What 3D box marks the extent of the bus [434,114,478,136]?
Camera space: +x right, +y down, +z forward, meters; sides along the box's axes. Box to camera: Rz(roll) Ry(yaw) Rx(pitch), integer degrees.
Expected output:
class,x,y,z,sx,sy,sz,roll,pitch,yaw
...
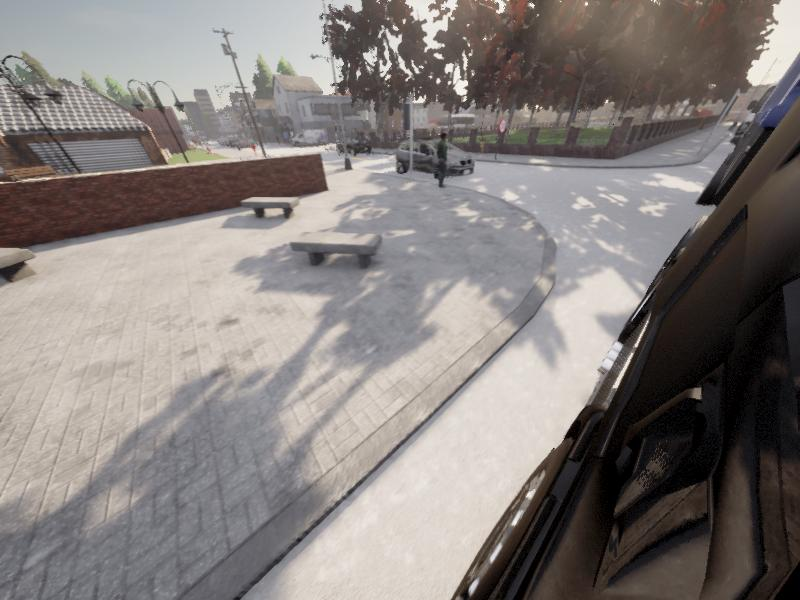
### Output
class,x,y,z,sx,sy,sz,roll,pitch,yaw
bus,14.078,-44.071,58.201,10.273,4.253,3.944,-22,41,-25

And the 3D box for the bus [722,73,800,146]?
class,x,y,z,sx,sy,sz,roll,pitch,yaw
bus,32.731,-16.200,19.849,10.273,4.253,3.944,-28,44,-30

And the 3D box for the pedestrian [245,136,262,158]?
class,x,y,z,sx,sy,sz,roll,pitch,yaw
pedestrian,-15.418,-16.088,24.277,0.751,1.860,0.751,-27,43,-29

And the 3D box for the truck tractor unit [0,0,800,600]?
class,x,y,z,sx,sy,sz,roll,pitch,yaw
truck tractor unit,2.645,-0.295,0.351,6.516,4.208,3.053,-28,44,-30

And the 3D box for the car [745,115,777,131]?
class,x,y,z,sx,sy,sz,roll,pitch,yaw
car,53.526,-26.279,34.296,5.238,1.638,1.930,-28,44,-30

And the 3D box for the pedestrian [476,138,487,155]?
class,x,y,z,sx,sy,sz,roll,pitch,yaw
pedestrian,6.745,-12.690,19.084,0.500,1.100,0.500,-28,44,-30

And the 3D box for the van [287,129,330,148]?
class,x,y,z,sx,sy,sz,roll,pitch,yaw
van,-15.987,-28.479,40.616,6.366,2.431,2.351,-23,42,-25

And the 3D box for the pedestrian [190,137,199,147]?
class,x,y,z,sx,sy,sz,roll,pitch,yaw
pedestrian,-50.618,-38.943,56.875,0.751,1.860,0.751,-28,44,-30

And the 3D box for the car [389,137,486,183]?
class,x,y,z,sx,sy,sz,roll,pitch,yaw
car,1.747,-7.616,12.329,2.242,1.667,4.611,-28,43,-30

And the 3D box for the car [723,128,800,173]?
class,x,y,z,sx,sy,sz,roll,pitch,yaw
car,18.591,-7.642,11.614,5.357,1.411,2.033,-27,43,-29

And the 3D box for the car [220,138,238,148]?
class,x,y,z,sx,sy,sz,roll,pitch,yaw
car,-37.554,-34.505,50.716,2.163,1.488,4.792,-28,44,-30

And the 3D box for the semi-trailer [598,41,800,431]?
class,x,y,z,sx,sy,sz,roll,pitch,yaw
semi-trailer,8.698,-3.592,4.247,14.254,4.402,2.717,-28,44,-30

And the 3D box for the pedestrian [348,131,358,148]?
class,x,y,z,sx,sy,sz,roll,pitch,yaw
pedestrian,-6.401,-21.763,31.343,0.751,1.860,0.751,-28,44,-30

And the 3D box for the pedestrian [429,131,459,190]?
class,x,y,z,sx,sy,sz,roll,pitch,yaw
pedestrian,1.671,-5.397,8.978,0.751,1.860,0.751,-13,38,-14

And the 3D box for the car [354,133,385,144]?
class,x,y,z,sx,sy,sz,roll,pitch,yaw
car,-5.629,-30.282,43.289,5.357,1.411,2.033,-27,43,-29

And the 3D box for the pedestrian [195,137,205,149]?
class,x,y,z,sx,sy,sz,roll,pitch,yaw
pedestrian,-39.429,-30.953,45.544,0.751,1.860,0.751,-17,39,-19

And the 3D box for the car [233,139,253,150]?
class,x,y,z,sx,sy,sz,roll,pitch,yaw
car,-28.791,-28.484,42.251,1.994,1.385,4.181,-28,44,-30

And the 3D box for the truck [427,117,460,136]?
class,x,y,z,sx,sy,sz,roll,pitch,yaw
truck,11.781,-47.680,63.506,2.891,3.827,8.468,-31,45,-32

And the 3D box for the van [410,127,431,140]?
class,x,y,z,sx,sy,sz,roll,pitch,yaw
van,4.444,-35.619,49.344,4.442,1.987,1.775,-29,44,-31

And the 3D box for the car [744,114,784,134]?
class,x,y,z,sx,sy,sz,roll,pitch,yaw
car,44.870,-21.780,28.577,3.866,1.878,1.905,-28,44,-30

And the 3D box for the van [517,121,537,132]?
class,x,y,z,sx,sy,sz,roll,pitch,yaw
van,39.990,-54.666,72.734,6.366,2.431,2.351,-28,44,-30

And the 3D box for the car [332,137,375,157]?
class,x,y,z,sx,sy,sz,roll,pitch,yaw
car,-4.883,-15.819,23.790,1.882,1.535,5.008,-28,44,-30

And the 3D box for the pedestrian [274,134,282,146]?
class,x,y,z,sx,sy,sz,roll,pitch,yaw
pedestrian,-23.415,-30.727,44.335,0.751,1.860,0.751,-21,41,-23
